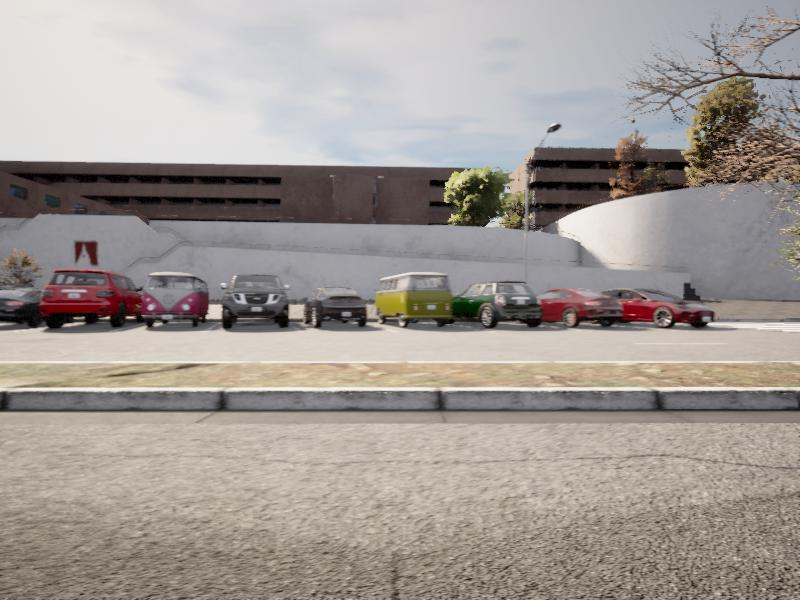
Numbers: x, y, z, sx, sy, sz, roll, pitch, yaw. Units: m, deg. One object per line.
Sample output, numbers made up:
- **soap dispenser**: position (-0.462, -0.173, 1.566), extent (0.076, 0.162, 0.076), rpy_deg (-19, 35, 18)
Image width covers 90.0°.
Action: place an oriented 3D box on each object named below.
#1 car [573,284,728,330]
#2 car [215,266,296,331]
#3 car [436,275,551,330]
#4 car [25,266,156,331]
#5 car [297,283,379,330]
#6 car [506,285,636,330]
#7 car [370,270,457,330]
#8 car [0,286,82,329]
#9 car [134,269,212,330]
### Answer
- **car**: position (9.362, 0.261, 15.525), extent (2.163, 1.488, 4.792), rpy_deg (1, -1, -20)
- **car**: position (-5.572, -0.010, 15.538), extent (2.435, 2.045, 5.566), rpy_deg (1, -1, -20)
- **car**: position (3.371, 0.110, 15.527), extent (2.185, 1.767, 4.553), rpy_deg (0, -1, -20)
- **car**: position (-11.568, -0.006, 15.593), extent (2.435, 2.045, 5.566), rpy_deg (0, -1, -20)
- **car**: position (-2.603, 0.241, 15.552), extent (2.231, 1.521, 4.892), rpy_deg (0, -1, -20)
- **car**: position (6.344, 0.274, 15.548), extent (2.002, 1.452, 4.674), rpy_deg (0, -1, -20)
- **car**: position (0.336, 0.014, 15.668), extent (1.878, 1.987, 4.442), rpy_deg (0, -1, -20)
- **car**: position (-14.540, 0.281, 15.561), extent (2.002, 1.452, 4.674), rpy_deg (0, -1, -20)
- **car**: position (-8.525, 0.016, 15.456), extent (1.878, 1.987, 4.442), rpy_deg (1, -1, -20)
